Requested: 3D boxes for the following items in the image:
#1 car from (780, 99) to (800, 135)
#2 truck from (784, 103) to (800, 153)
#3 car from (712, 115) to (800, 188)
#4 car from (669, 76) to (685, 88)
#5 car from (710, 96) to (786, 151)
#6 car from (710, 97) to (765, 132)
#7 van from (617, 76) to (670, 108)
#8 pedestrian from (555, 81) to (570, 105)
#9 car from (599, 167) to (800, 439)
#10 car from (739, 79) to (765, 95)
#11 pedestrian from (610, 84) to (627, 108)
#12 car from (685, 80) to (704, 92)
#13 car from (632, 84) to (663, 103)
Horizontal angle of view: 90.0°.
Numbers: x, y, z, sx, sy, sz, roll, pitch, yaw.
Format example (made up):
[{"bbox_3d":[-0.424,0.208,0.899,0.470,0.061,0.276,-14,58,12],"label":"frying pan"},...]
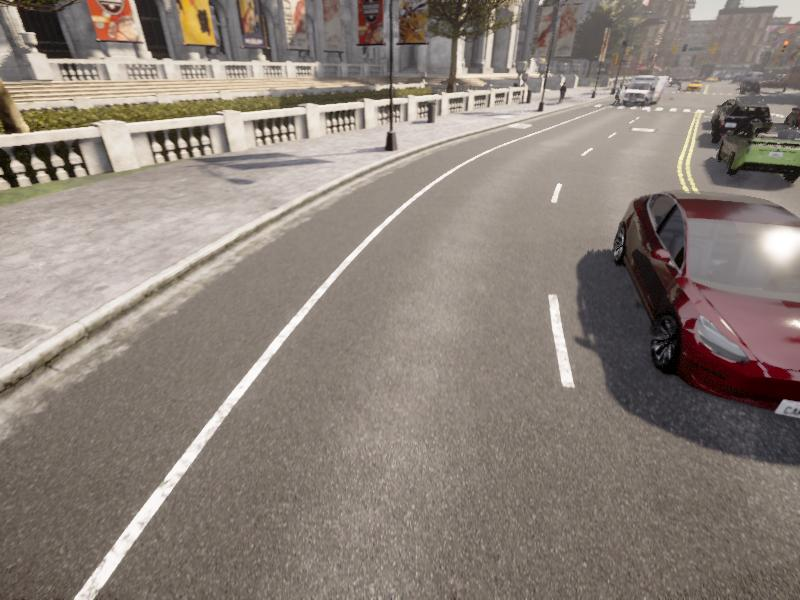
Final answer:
[{"bbox_3d":[23.241,-10.351,22.630,1.789,1.549,3.705,19,35,28],"label":"car"},{"bbox_3d":[19.502,-7.955,17.553,2.627,2.467,5.204,19,35,28],"label":"truck"},{"bbox_3d":[12.407,-5.243,13.716,2.007,1.525,4.514,17,34,25],"label":"car"},{"bbox_3d":[54.223,-42.736,78.306,1.932,1.855,4.605,19,35,29],"label":"car"},{"bbox_3d":[16.394,-8.564,19.124,1.932,1.855,4.605,19,35,28],"label":"car"},{"bbox_3d":[20.428,-11.424,24.442,2.007,1.525,4.514,19,35,29],"label":"car"},{"bbox_3d":[23.404,-20.012,38.303,2.351,2.431,6.366,25,38,35],"label":"van"},{"bbox_3d":[14.660,-18.662,36.043,0.751,1.860,0.751,19,35,28],"label":"pedestrian"},{"bbox_3d":[4.382,-0.483,5.466,2.163,1.488,4.792,9,31,14],"label":"car"},{"bbox_3d":[50.842,-30.838,57.885,1.932,1.855,4.605,17,34,27],"label":"car"},{"bbox_3d":[19.410,-18.157,35.568,0.751,1.860,0.751,18,35,28],"label":"pedestrian"},{"bbox_3d":[47.168,-34.267,64.020,1.882,1.535,5.008,19,35,29],"label":"car"},{"bbox_3d":[27.196,-22.698,43.877,2.128,1.511,4.902,19,35,29],"label":"car"}]
